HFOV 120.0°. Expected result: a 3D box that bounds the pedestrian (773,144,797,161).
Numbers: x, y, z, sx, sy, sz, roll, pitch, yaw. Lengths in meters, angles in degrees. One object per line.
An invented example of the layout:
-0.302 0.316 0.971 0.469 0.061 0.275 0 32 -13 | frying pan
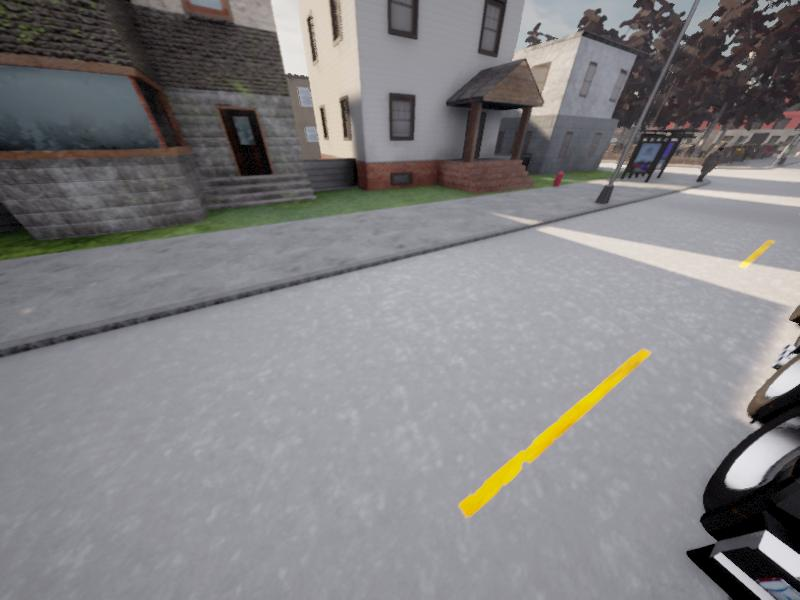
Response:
52.409 -20.119 31.456 0.751 1.860 0.751 -16 38 -22 | pedestrian

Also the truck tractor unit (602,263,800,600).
5.110 -0.300 0.786 6.516 4.208 3.053 -18 39 -24 | truck tractor unit

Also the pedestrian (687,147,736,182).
19.219 -8.386 14.313 0.751 1.860 0.751 -3 35 -5 | pedestrian
